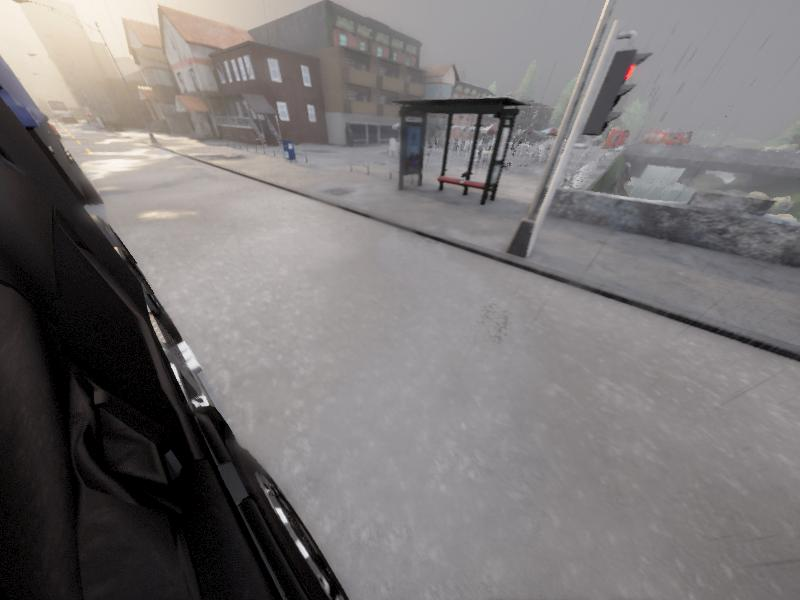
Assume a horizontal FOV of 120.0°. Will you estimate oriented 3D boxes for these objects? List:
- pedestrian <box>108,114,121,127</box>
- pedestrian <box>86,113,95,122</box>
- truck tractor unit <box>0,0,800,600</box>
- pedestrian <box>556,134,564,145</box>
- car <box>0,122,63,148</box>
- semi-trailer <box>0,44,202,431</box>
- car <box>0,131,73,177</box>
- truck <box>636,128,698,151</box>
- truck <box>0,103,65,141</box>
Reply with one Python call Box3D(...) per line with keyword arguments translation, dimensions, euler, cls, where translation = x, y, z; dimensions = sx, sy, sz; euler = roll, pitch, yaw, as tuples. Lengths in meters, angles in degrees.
Box3D(translation=(-52.012, -32.628, 42.096), dimensions=(0.751, 1.860, 0.751), euler=(28, 44, 30), cls="pedestrian")
Box3D(translation=(-83.336, -49.167, 62.196), dimensions=(0.751, 1.860, 0.751), euler=(26, 43, 28), cls="pedestrian")
Box3D(translation=(-2.645, -0.295, 0.351), dimensions=(6.516, 4.208, 3.053), euler=(28, 44, 30), cls="truck tractor unit")
Box3D(translation=(35.301, -35.398, 50.949), dimensions=(0.751, 1.860, 0.751), euler=(28, 44, 30), cls="pedestrian")
Box3D(translation=(-27.605, -12.452, 17.387), dimensions=(4.181, 1.385, 1.994), euler=(28, 44, 30), cls="car")
Box3D(translation=(-8.703, -3.602, 4.223), dimensions=(14.254, 4.402, 2.717), euler=(28, 44, 30), cls="semi-trailer")
Box3D(translation=(-16.980, -6.748, 10.505), dimensions=(4.718, 1.301, 1.895), euler=(28, 44, 30), cls="car")
Box3D(translation=(61.097, -37.145, 53.319), dimensions=(8.468, 3.827, 2.891), euler=(28, 44, 30), cls="truck")
Box3D(translation=(-33.988, -16.324, 21.204), dimensions=(5.204, 2.467, 2.627), euler=(29, 44, 29), cls="truck")
